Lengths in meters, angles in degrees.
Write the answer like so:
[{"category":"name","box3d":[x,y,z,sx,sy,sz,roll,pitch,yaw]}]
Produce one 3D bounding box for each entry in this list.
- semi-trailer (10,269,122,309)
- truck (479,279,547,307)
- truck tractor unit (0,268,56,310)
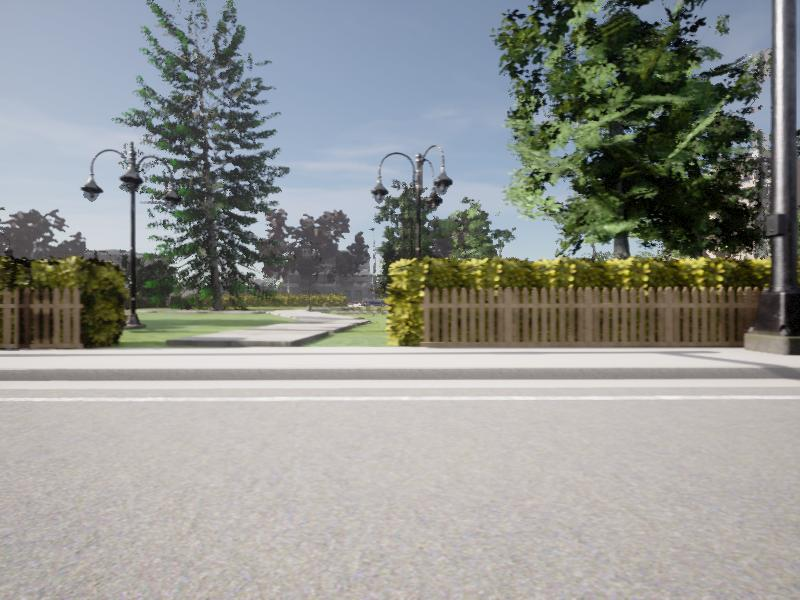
[{"category":"semi-trailer","box3d":[-41.797,-1.189,51.278,2.717,4.402,14.254,0,0,-1]},{"category":"truck","box3d":[15.314,-0.932,54.728,8.468,3.827,2.891,0,0,0]},{"category":"truck tractor unit","box3d":[-41.625,-1.094,43.370,3.053,4.208,6.516,0,0,-2]}]
